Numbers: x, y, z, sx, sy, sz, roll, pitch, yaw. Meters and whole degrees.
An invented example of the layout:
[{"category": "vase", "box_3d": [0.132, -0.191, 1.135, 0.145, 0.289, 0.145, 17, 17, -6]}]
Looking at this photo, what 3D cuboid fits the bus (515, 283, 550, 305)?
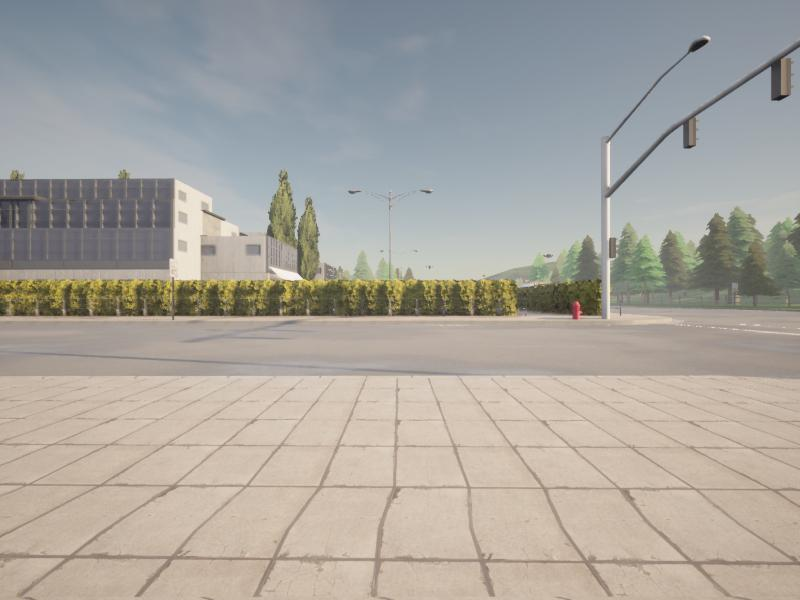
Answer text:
[{"category": "bus", "box_3d": [27.446, -1.162, 83.481, 3.944, 4.253, 10.273, 0, 0, 1]}]
